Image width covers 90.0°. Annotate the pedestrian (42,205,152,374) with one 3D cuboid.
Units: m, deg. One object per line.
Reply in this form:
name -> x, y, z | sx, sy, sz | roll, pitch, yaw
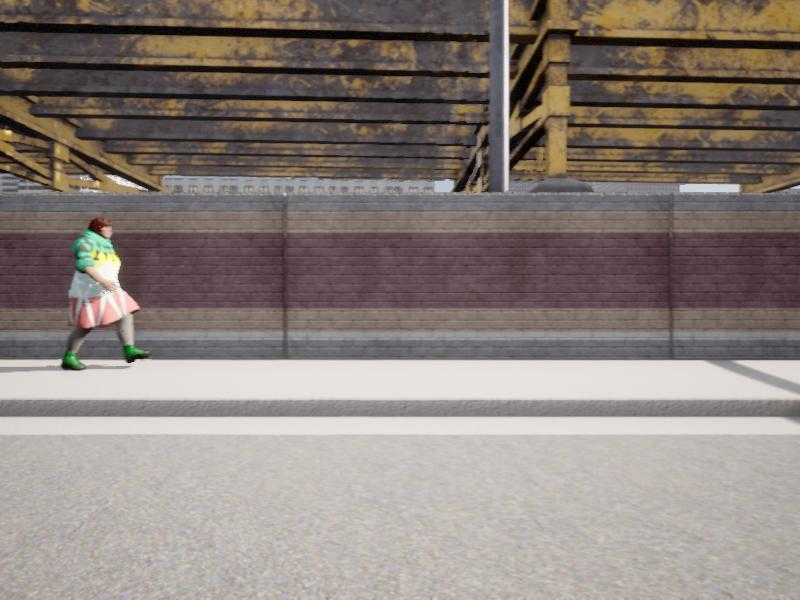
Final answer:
pedestrian -> -3.590, -0.116, 4.807 | 0.751, 1.860, 0.751 | 0, 0, 1
